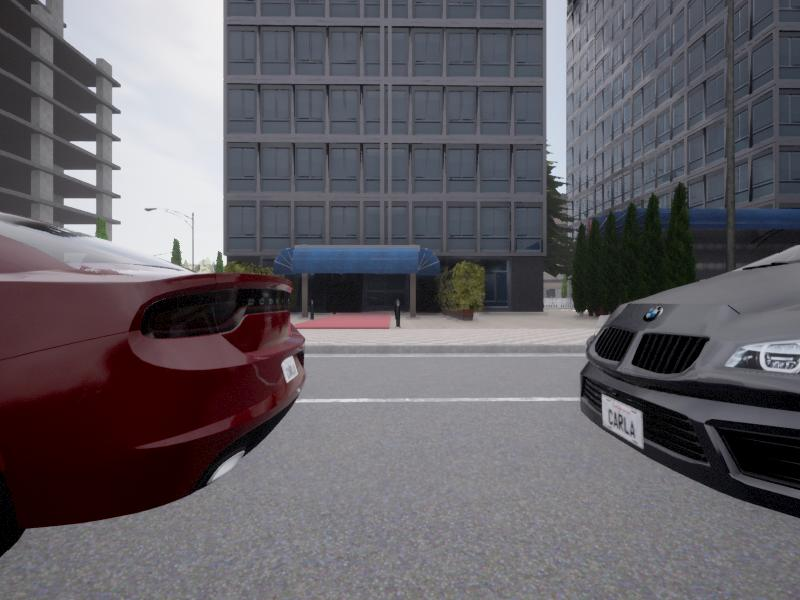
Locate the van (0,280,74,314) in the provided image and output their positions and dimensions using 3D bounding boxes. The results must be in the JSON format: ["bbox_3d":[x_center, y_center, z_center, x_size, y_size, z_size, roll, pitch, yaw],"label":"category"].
[{"bbox_3d":[-29.976,-0.222,32.179,2.351,2.431,6.366,0,0,-1],"label":"van"}]

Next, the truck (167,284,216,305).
[{"bbox_3d":[-38.890,-0.969,74.678,8.468,3.827,2.891,0,0,15],"label":"truck"}]

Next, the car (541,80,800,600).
[{"bbox_3d":[3.516,0.156,2.286,4.611,1.667,2.242,0,0,-1],"label":"car"}]

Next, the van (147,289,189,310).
[{"bbox_3d":[-23.121,-0.002,40.081,1.775,1.987,4.442,0,0,-1],"label":"van"}]

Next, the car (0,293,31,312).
[{"bbox_3d":[-33.484,0.201,32.650,1.801,1.575,5.366,0,0,-1],"label":"car"}]

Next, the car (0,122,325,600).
[{"bbox_3d":[-3.069,0.223,2.122,5.008,1.535,1.882,0,0,-1],"label":"car"}]

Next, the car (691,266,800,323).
[{"bbox_3d":[15.472,-0.198,15.717,6.274,2.098,2.390,0,0,29],"label":"car"}]

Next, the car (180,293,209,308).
[{"bbox_3d":[-26.851,0.046,52.345,1.905,1.878,3.866,0,0,-1],"label":"car"}]

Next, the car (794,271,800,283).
[{"bbox_3d":[16.540,-0.940,16.112,0.945,0.468,0.156,0,0,29],"label":"car"}]
